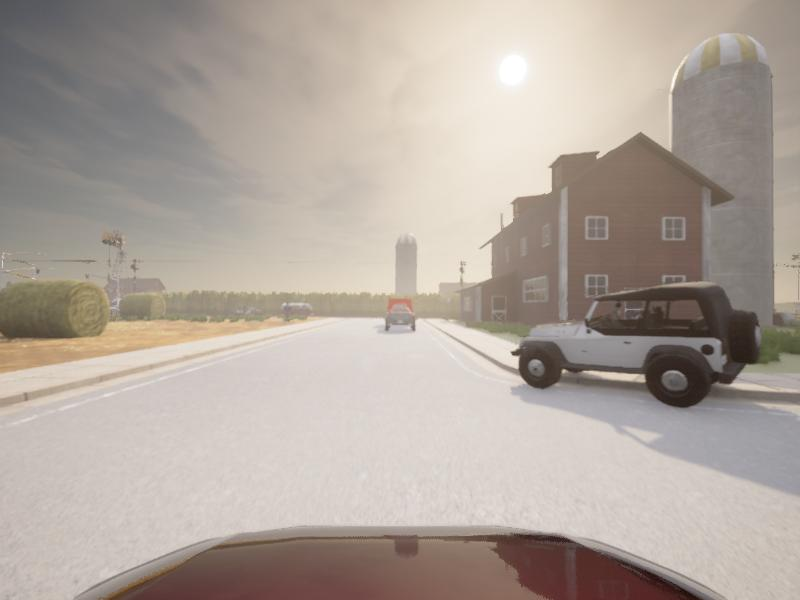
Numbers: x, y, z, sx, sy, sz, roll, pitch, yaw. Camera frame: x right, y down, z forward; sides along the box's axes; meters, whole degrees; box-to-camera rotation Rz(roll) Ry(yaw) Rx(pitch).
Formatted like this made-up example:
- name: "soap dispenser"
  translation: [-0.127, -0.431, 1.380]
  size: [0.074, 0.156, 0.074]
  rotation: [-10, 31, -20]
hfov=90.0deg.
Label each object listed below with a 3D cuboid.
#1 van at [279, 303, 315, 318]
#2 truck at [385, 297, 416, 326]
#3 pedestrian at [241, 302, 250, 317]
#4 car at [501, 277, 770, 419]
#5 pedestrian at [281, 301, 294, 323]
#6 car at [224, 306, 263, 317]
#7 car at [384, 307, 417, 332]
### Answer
- name: "van"
  translation: [-14.282, 1.448, 55.551]
  size: [4.480, 2.038, 2.069]
  rotation: [1, -1, 1]
- name: "truck"
  translation: [0.038, 1.030, 36.796]
  size: [2.627, 2.467, 5.204]
  rotation: [1, 0, 0]
- name: "pedestrian"
  translation: [-19.025, 1.181, 49.142]
  size: [0.751, 1.860, 0.751]
  rotation: [0, -1, 5]
- name: "car"
  translation: [4.182, 0.697, 7.535]
  size: [1.905, 1.878, 3.866]
  rotation: [-6, 2, -42]
- name: "pedestrian"
  translation: [-9.398, 1.005, 33.411]
  size: [0.751, 1.860, 0.751]
  rotation: [0, -1, 6]
- name: "car"
  translation: [-23.052, 1.683, 59.187]
  size: [4.974, 1.542, 2.038]
  rotation: [0, -1, 1]
- name: "car"
  translation: [0.033, 1.307, 28.549]
  size: [2.152, 1.651, 5.027]
  rotation: [1, -1, 0]
